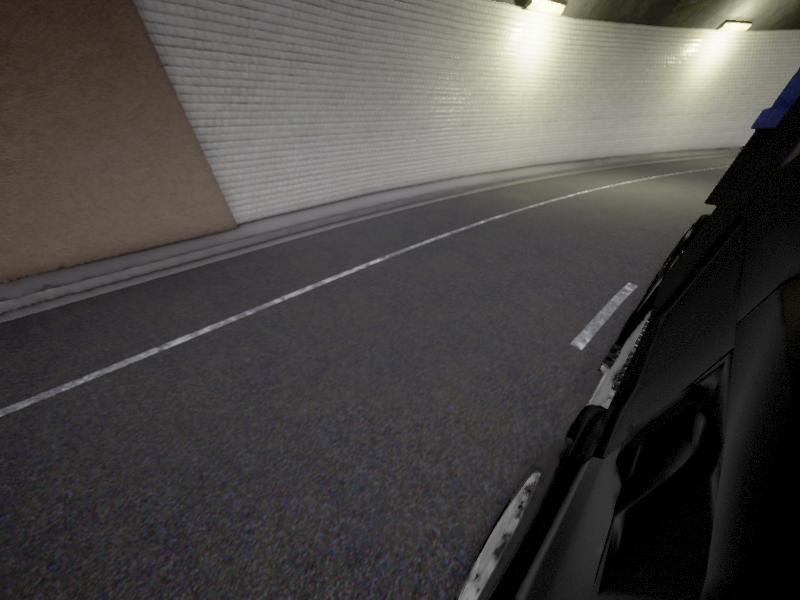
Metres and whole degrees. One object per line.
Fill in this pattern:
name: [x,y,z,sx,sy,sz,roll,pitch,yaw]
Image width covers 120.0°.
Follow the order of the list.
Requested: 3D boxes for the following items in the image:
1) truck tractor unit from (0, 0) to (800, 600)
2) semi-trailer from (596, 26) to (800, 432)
truck tractor unit: [2.645,-0.295,0.351,6.516,4.208,3.053,-28,44,-30]
semi-trailer: [8.810,-3.532,4.107,14.254,4.402,2.717,-27,43,-28]
